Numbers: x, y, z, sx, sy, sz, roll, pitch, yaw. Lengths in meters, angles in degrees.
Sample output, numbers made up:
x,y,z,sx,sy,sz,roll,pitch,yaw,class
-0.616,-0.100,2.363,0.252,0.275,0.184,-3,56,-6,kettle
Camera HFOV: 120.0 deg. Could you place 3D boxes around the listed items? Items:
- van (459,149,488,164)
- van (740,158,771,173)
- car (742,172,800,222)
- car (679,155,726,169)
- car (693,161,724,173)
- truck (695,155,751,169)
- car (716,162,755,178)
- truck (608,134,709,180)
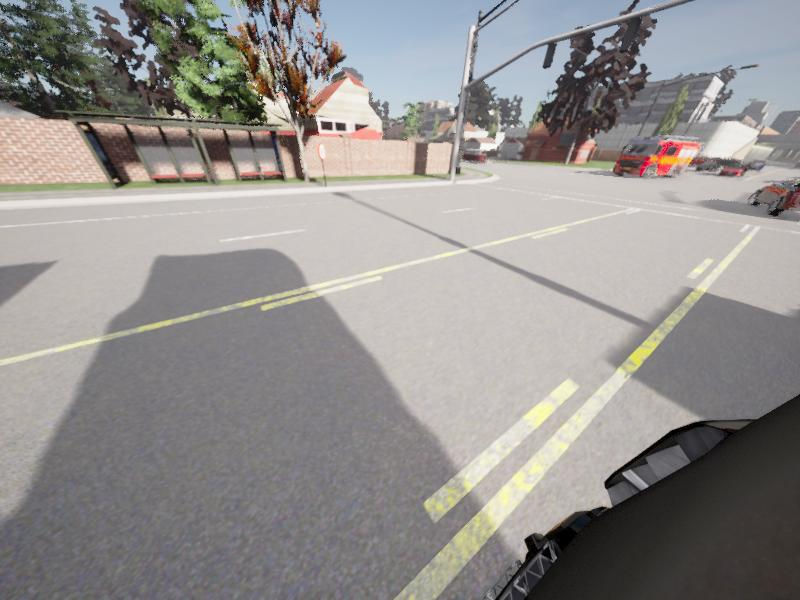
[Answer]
x,y,z,sx,sy,sz,roll,pitch,yaw,class
12.342,-24.349,39.096,1.775,1.987,4.442,-20,40,-29,van
59.381,-22.448,38.588,4.442,1.987,1.775,-19,39,-27,van
19.650,-5.035,11.200,2.152,1.651,5.027,28,42,33,car
63.903,-29.337,48.928,2.150,2.045,5.566,-18,39,-27,car
48.114,-20.781,36.020,4.892,1.490,1.837,-18,39,-28,car
68.133,-29.190,48.873,2.390,2.098,6.274,-13,37,-21,truck
44.049,-17.093,30.344,4.514,1.525,2.007,-19,39,-27,car
27.917,-15.463,25.084,8.468,3.827,2.891,-11,37,-18,truck
